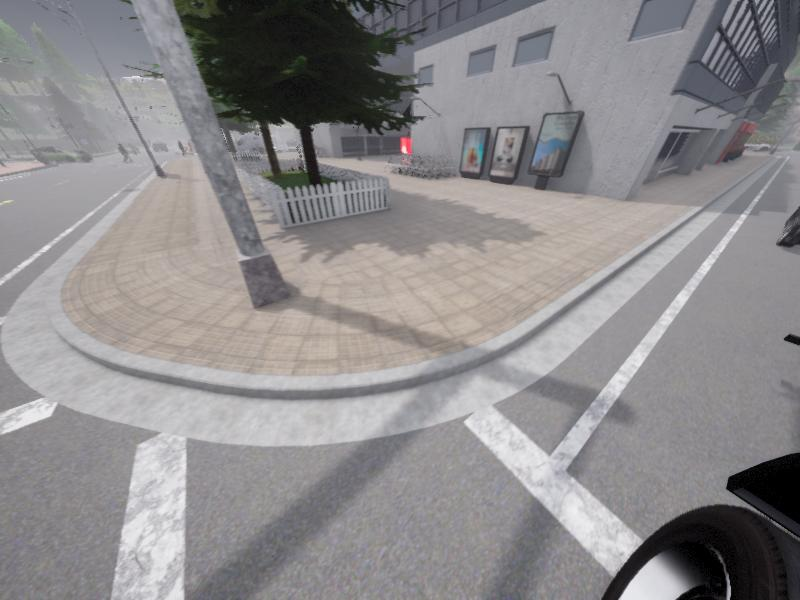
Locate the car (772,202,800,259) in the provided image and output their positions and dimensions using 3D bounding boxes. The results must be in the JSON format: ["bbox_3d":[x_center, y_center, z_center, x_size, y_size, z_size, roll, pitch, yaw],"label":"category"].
[{"bbox_3d":[10.968,-1.884,5.297,4.181,1.385,1.994,-22,41,-28],"label":"car"}]

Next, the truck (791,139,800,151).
[{"bbox_3d":[70.151,-26.685,39.315,6.274,2.098,2.390,-27,43,-33],"label":"truck"}]

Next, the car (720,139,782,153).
[{"bbox_3d":[52.823,-23.387,34.964,4.611,1.667,2.242,27,44,33],"label":"car"}]
